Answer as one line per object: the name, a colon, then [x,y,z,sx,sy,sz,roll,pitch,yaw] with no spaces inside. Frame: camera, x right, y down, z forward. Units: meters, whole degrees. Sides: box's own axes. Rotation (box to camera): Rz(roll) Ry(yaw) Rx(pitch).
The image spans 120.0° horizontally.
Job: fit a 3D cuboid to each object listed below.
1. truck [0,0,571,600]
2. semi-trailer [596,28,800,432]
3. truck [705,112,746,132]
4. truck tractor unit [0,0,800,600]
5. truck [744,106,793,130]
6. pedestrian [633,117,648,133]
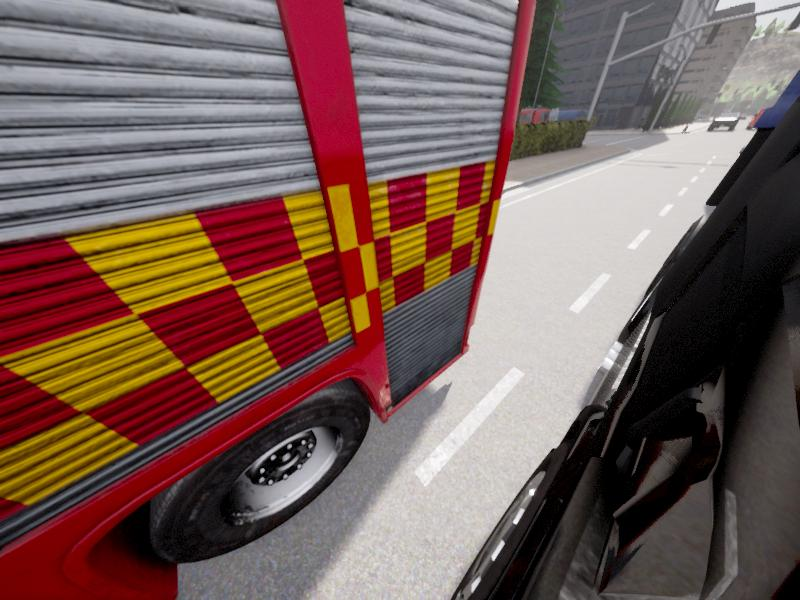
truck: [-3.414,0.338,0.210,8.468,3.827,2.891,-28,44,-30]
semi-trailer: [8.798,-3.534,4.127,14.254,4.402,2.717,-27,43,-29]
truck: [46.910,-25.665,33.259,6.274,2.098,2.390,-28,43,-29]
truck tractor unit: [2.645,-0.295,0.351,6.516,4.208,3.053,-28,44,-30]
truck: [51.409,-25.461,32.397,5.204,2.467,2.627,-28,44,-30]
pedestrian: [36.065,-26.272,34.653,0.751,1.860,0.751,22,43,29]
